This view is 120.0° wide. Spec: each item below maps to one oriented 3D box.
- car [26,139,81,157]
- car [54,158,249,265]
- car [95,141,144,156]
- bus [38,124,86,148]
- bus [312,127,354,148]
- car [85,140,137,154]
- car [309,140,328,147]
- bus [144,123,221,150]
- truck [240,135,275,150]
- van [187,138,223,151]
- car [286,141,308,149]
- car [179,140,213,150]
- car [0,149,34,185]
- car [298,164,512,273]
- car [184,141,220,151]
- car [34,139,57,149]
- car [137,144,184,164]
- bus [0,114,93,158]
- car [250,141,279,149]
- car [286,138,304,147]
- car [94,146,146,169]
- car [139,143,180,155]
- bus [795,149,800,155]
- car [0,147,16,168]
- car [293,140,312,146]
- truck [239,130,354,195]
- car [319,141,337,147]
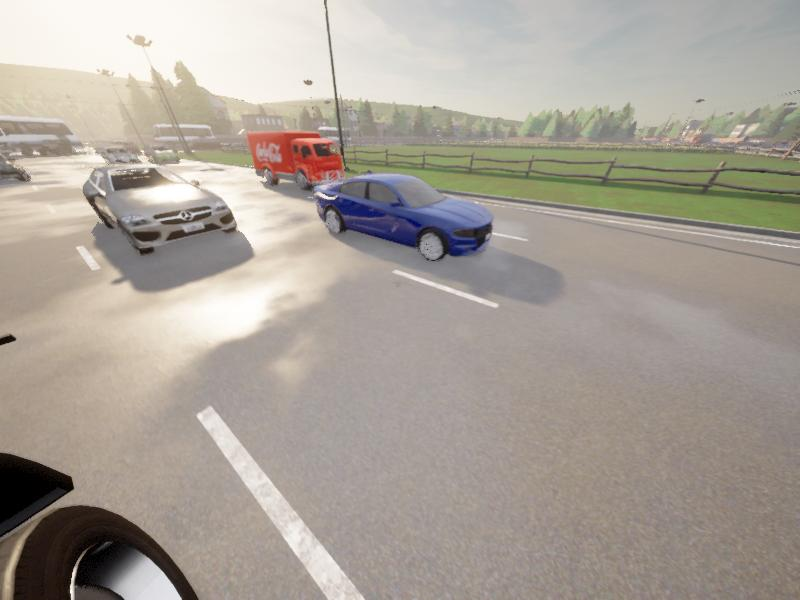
[{"bbox_3d":[-45.891,-20.295,30.732,1.905,1.878,3.866,-12,37,-17],"label":"car"},{"bbox_3d":[-6.867,-2.776,6.395,5.027,1.651,2.152,22,41,28],"label":"car"},{"bbox_3d":[-39.572,-21.570,32.786,2.242,1.667,4.611,-11,36,-14],"label":"car"},{"bbox_3d":[-78.275,-37.943,53.487,10.273,4.253,3.944,22,41,28],"label":"bus"},{"bbox_3d":[-17.448,-43.331,61.620,3.944,4.253,10.273,22,40,28],"label":"bus"},{"bbox_3d":[-44.081,-23.458,35.430,2.242,1.667,4.611,-2,35,-2],"label":"car"},{"bbox_3d":[-23.201,-44.672,65.824,1.882,1.535,5.008,22,40,28],"label":"car"},{"bbox_3d":[-45.285,-34.389,48.697,3.944,4.253,10.273,21,40,27],"label":"bus"},{"bbox_3d":[-29.502,-32.725,48.018,2.627,2.467,5.204,22,40,28],"label":"truck"},{"bbox_3d":[-37.097,-29.674,44.034,1.775,1.987,4.442,21,40,26],"label":"van"},{"bbox_3d":[-24.206,-36.678,54.614,1.994,1.385,4.181,22,40,28],"label":"car"},{"bbox_3d":[-42.311,-32.357,48.076,2.242,1.667,4.611,21,40,27],"label":"car"},{"bbox_3d":[-23.356,-7.695,13.314,3.705,1.549,1.789,25,42,31],"label":"car"},{"bbox_3d":[-0.127,-2.452,6.061,5.008,1.535,1.882,22,41,28],"label":"car"},{"bbox_3d":[-39.560,-30.987,46.317,2.163,1.488,4.792,21,40,26],"label":"car"},{"bbox_3d":[-74.105,-32.601,48.254,5.366,1.575,1.801,22,41,28],"label":"car"},{"bbox_3d":[-24.719,-15.088,23.821,4.514,1.525,2.007,24,41,29],"label":"car"},{"bbox_3d":[-50.338,-22.310,31.504,3.944,4.253,10.273,-8,36,-9],"label":"bus"},{"bbox_3d":[-30.476,-35.078,52.169,2.128,1.511,4.902,22,41,28],"label":"car"},{"bbox_3d":[-28.932,-43.604,63.960,1.905,1.878,3.866,22,40,28],"label":"car"},{"bbox_3d":[-24.317,-12.400,20.051,3.806,1.475,1.970,24,41,30],"label":"car"},{"bbox_3d":[-37.061,-23.445,35.726,1.994,1.385,4.181,-1,35,-1],"label":"car"},{"bbox_3d":[69.544,-24.693,35.812,3.944,4.253,10.273,22,40,27],"label":"bus"},{"bbox_3d":[-35.245,-12.144,19.695,4.181,1.385,1.994,25,42,31],"label":"car"},{"bbox_3d":[-29.040,-46.915,68.969,2.007,1.525,4.514,22,41,28],"label":"car"},{"bbox_3d":[-5.423,-7.460,12.321,5.204,2.467,2.627,22,41,28],"label":"truck"},{"bbox_3d":[-20.098,-43.604,64.541,1.895,1.301,4.718,22,40,28],"label":"car"}]
